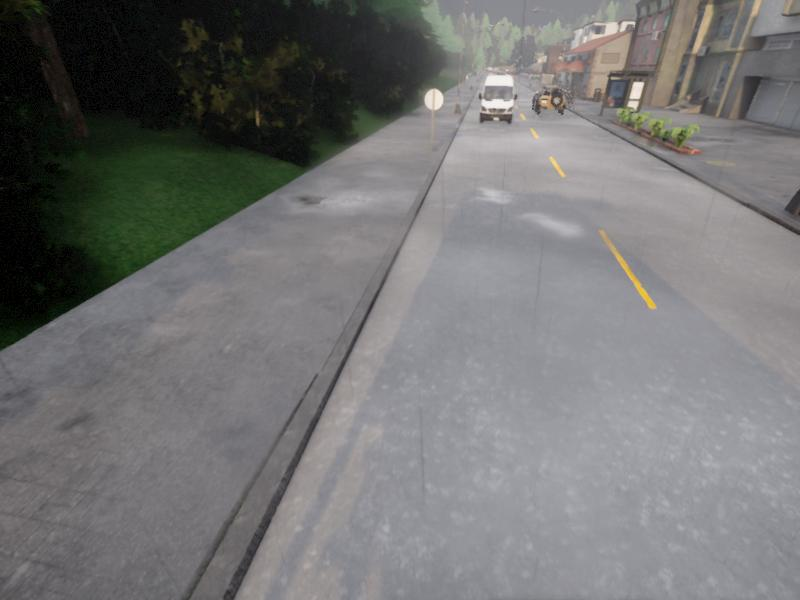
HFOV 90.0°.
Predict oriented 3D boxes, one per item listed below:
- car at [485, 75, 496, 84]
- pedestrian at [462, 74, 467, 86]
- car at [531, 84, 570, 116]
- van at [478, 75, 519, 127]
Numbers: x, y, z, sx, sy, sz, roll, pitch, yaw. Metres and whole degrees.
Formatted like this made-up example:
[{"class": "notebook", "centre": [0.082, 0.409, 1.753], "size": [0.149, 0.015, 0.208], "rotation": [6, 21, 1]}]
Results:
[{"class": "car", "centre": [19.714, -48.021, 87.007], "size": [2.152, 1.651, 5.027], "rotation": [6, 31, 9]}, {"class": "pedestrian", "centre": [11.006, -37.639, 68.401], "size": [0.751, 1.860, 0.751], "rotation": [4, 31, 6]}, {"class": "car", "centre": [11.278, -15.238, 30.316], "size": [1.932, 1.855, 4.605], "rotation": [6, 31, 9]}, {"class": "van", "centre": [6.148, -12.762, 25.379], "size": [1.988, 2.561, 5.915], "rotation": [6, 31, 9]}]
